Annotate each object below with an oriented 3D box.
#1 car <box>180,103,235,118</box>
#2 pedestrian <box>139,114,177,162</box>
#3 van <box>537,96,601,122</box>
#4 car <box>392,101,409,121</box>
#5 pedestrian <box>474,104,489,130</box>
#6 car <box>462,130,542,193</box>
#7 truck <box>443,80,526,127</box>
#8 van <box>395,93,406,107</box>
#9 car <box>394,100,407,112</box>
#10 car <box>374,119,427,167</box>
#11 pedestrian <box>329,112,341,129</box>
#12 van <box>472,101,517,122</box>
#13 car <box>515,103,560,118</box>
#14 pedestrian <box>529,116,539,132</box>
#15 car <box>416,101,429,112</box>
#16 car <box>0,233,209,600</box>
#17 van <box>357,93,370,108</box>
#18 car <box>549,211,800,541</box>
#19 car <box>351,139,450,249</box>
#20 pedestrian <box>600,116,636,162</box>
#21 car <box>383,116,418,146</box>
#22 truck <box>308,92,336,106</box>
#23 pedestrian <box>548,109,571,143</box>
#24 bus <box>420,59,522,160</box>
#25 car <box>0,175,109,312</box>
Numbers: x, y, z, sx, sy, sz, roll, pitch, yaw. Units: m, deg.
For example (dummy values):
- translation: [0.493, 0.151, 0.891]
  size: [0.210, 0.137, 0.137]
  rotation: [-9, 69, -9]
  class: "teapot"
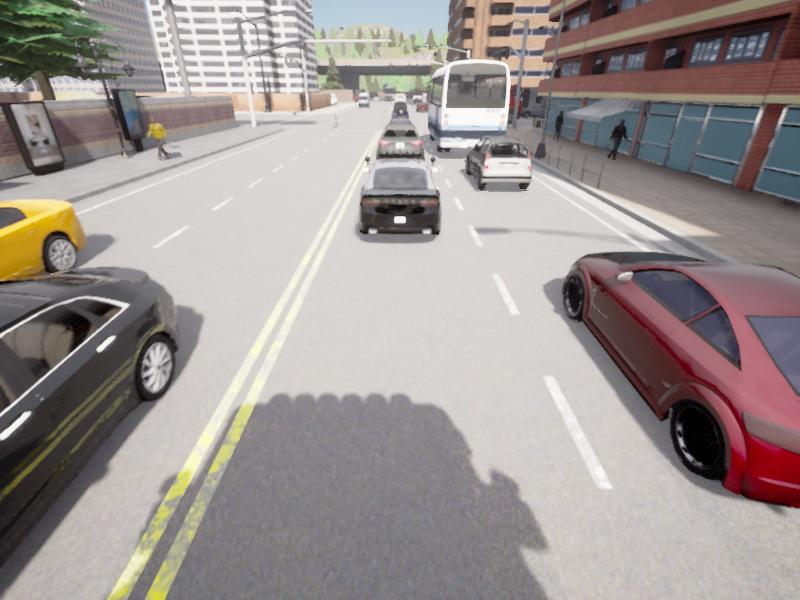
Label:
- translation: [-22.840, -22.562, 47.633]
  size: [5.366, 1.575, 1.801]
  rotation: [0, 28, 0]
  class: "car"
- translation: [-10.570, -7.091, 17.517]
  size: [0.751, 1.860, 0.751]
  rotation: [2, 28, 3]
  class: "pedestrian"
- translation: [18.544, -21.092, 44.180]
  size: [5.915, 2.561, 1.988]
  rotation: [0, 28, 0]
  class: "van"
- translation: [0.044, -21.366, 45.230]
  size: [1.905, 1.878, 3.866]
  rotation: [0, 28, 0]
  class: "car"
- translation: [6.686, -15.073, 32.926]
  size: [0.751, 1.860, 0.751]
  rotation: [-11, 30, -21]
  class: "pedestrian"
- translation: [3.517, -5.176, 14.645]
  size: [1.851, 1.617, 3.988]
  rotation: [0, 28, 0]
  class: "car"
- translation: [8.499, -19.648, 39.944]
  size: [8.468, 3.827, 2.891]
  rotation: [-19, 34, -33]
  class: "truck"
- translation: [0.082, -42.241, 84.516]
  size: [2.351, 2.431, 6.366]
  rotation: [0, 28, 0]
  class: "van"
- translation: [0.063, -32.113, 66.158]
  size: [2.038, 1.542, 4.974]
  rotation: [0, 28, 0]
  class: "car"
- translation: [0.018, -7.687, 19.341]
  size: [2.242, 1.667, 4.611]
  rotation: [0, 28, 0]
  class: "car"
- translation: [-5.611, -15.508, 34.573]
  size: [0.751, 1.300, 0.751]
  rotation: [3, 28, 5]
  class: "pedestrian"
- translation: [10.429, -20.940, 44.413]
  size: [4.442, 1.987, 1.775]
  rotation: [0, 28, 0]
  class: "van"
- translation: [17.328, -23.943, 50.602]
  size: [4.856, 1.649, 2.033]
  rotation: [0, 28, 0]
  class: "car"
- translation: [10.574, -13.929, 31.596]
  size: [0.500, 1.100, 0.500]
  rotation: [5, 28, 10]
  class: "pedestrian"
- translation: [3.556, -30.920, 63.996]
  size: [1.812, 1.442, 4.674]
  rotation: [0, 27, 0]
  class: "car"
- translation: [-3.496, 1.009, 2.888]
  size: [1.837, 1.490, 4.892]
  rotation: [0, 28, 0]
  class: "car"
- translation: [-6.930, -38.564, 77.271]
  size: [1.988, 2.561, 5.915]
  rotation: [0, 28, 0]
  class: "van"
- translation: [3.505, 0.243, 4.553]
  size: [1.994, 1.385, 4.181]
  rotation: [0, 28, 0]
  class: "car"
- translation: [0.006, -3.043, 10.501]
  size: [1.930, 1.638, 5.238]
  rotation: [0, 28, 0]
  class: "car"
- translation: [9.847, -7.309, 18.126]
  size: [0.751, 1.860, 0.751]
  rotation: [0, 28, 0]
  class: "pedestrian"
- translation: [0.027, -11.306, 26.552]
  size: [2.033, 1.411, 5.357]
  rotation: [0, 28, 0]
  class: "car"
- translation: [-16.087, -41.574, 82.756]
  size: [5.204, 2.467, 2.615]
  rotation: [0, 28, 0]
  class: "truck"
- translation: [9.844, -10.786, 24.766]
  size: [0.751, 1.860, 0.751]
  rotation: [-6, 28, -12]
  class: "pedestrian"
- translation: [3.409, -11.128, 23.165]
  size: [3.944, 4.253, 10.273]
  rotation: [0, 28, 0]
  class: "bus"
- translation: [-6.992, -0.525, 5.737]
  size: [1.882, 1.535, 5.008]
  rotation: [0, 28, 0]
  class: "car"
